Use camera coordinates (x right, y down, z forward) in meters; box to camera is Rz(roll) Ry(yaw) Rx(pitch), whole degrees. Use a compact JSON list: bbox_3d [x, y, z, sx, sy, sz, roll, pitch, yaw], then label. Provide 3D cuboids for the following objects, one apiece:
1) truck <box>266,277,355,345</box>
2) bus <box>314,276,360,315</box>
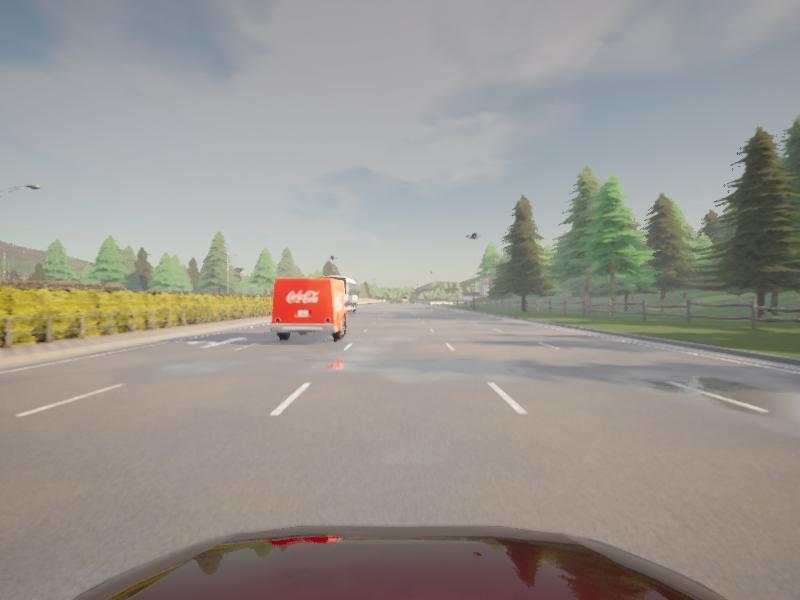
[{"bbox_3d":[-3.542,0.376,17.114,2.627,2.467,5.204,0,0,0],"label":"truck"},{"bbox_3d":[-7.283,-0.489,48.117,3.944,4.253,10.273,0,0,-1],"label":"bus"}]
